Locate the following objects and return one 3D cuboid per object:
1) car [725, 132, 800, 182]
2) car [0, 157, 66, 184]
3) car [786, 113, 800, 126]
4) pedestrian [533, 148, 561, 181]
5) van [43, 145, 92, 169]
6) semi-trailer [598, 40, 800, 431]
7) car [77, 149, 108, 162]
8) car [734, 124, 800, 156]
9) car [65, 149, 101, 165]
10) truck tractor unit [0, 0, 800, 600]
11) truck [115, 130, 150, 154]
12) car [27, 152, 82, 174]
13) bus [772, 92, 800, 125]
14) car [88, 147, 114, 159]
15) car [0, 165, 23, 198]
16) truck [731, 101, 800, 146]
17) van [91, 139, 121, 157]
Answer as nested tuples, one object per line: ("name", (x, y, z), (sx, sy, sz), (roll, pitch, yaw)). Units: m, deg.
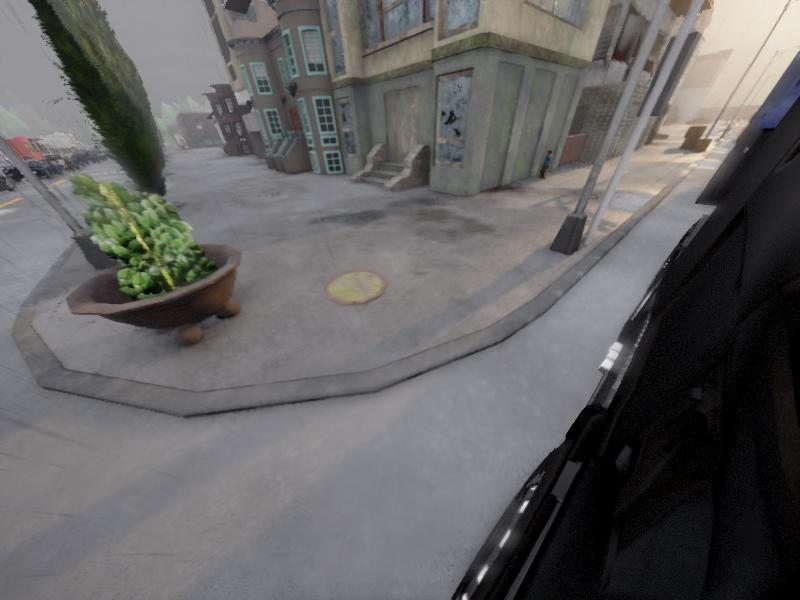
("car", (15.925, -6.203, 9.825), (4.718, 1.301, 1.895), (-28, 44, -30))
("car", (-29.584, -10.569, 18.668), (1.895, 1.301, 4.718), (-28, 44, -30))
("car", (62.328, -28.068, 35.785), (5.008, 1.535, 1.882), (-28, 44, -30))
("pedestrian", (6.210, -5.743, 9.798), (0.500, 1.100, 0.500), (-12, 38, -12))
("van", (-37.692, -16.355, 26.363), (1.775, 1.987, 4.442), (-28, 44, -30))
("semi-trailer", (8.683, -3.620, 4.236), (14.254, 4.402, 2.717), (-28, 44, -30))
("car", (-45.882, -21.663, 34.579), (1.895, 1.301, 4.718), (-28, 44, -30))
("car", (23.173, -10.135, 14.538), (4.181, 1.385, 1.994), (-29, 44, -30))
("car", (-41.909, -19.029, 30.645), (1.816, 1.474, 4.193), (-28, 44, -30))
("truck tractor unit", (2.645, -0.295, 0.351), (6.516, 4.208, 3.053), (-28, 44, -30))
("truck", (-56.282, -33.449, 48.908), (2.891, 3.827, 8.468), (-28, 44, -30))
("car", (-33.934, -13.599, 22.856), (1.970, 1.475, 3.806), (-28, 44, -30))
("bus", (69.662, -33.204, 39.908), (10.273, 4.253, 3.944), (-29, 44, -29))
("car", (-50.979, -25.191, 39.508), (1.812, 1.442, 4.674), (-28, 44, -30))
("car", (-23.223, -6.289, 12.373), (1.970, 1.475, 3.806), (-28, 44, -30))
("truck", (29.420, -13.954, 18.267), (5.204, 2.467, 2.627), (-30, 44, -28))
("van", (-56.417, -29.328, 44.450), (1.988, 2.561, 5.915), (-28, 44, -30))
